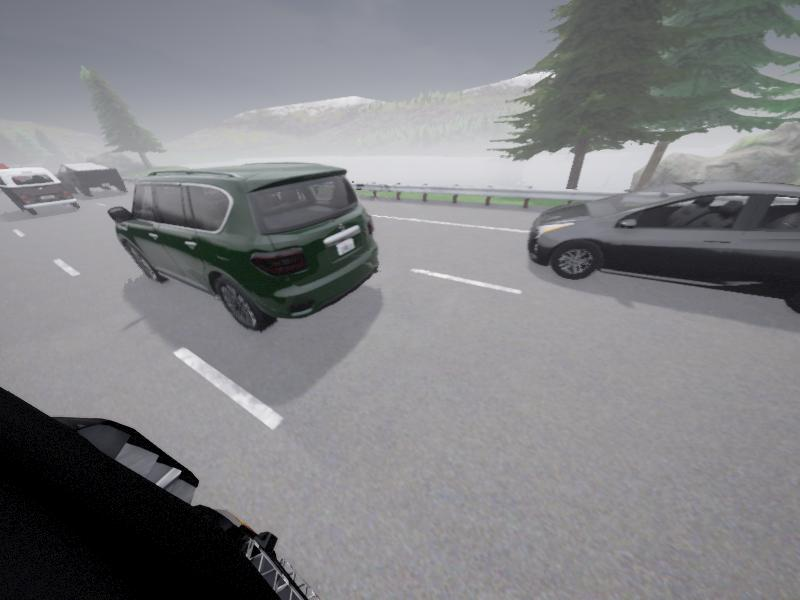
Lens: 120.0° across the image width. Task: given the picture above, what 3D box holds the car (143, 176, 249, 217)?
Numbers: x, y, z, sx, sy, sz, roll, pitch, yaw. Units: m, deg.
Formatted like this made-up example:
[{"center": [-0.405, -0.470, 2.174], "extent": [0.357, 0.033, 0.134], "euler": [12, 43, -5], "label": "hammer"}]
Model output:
[{"center": [-9.857, -5.116, 11.166], "extent": [4.718, 1.301, 1.895], "euler": [16, 38, 25], "label": "car"}]

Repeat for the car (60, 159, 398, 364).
[{"center": [-3.034, -1.283, 4.235], "extent": [5.566, 2.045, 2.150], "euler": [16, 38, 25], "label": "car"}]

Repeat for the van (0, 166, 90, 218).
[{"center": [-19.769, -5.964, 12.508], "extent": [4.480, 2.038, 2.069], "euler": [16, 38, 25], "label": "van"}]

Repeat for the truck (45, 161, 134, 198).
[{"center": [-24.282, -9.483, 18.067], "extent": [6.274, 2.098, 2.390], "euler": [16, 38, 25], "label": "truck"}]

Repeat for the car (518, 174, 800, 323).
[{"center": [4.753, -1.124, 3.881], "extent": [4.514, 1.525, 2.007], "euler": [16, 38, 25], "label": "car"}]

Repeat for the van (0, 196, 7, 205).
[{"center": [-29.036, -7.060, 14.847], "extent": [4.480, 2.038, 2.069], "euler": [8, 35, 16], "label": "van"}]

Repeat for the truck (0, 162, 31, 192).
[{"center": [-41.706, -12.510, 23.576], "extent": [5.204, 2.467, 2.627], "euler": [13, 37, 22], "label": "truck"}]
